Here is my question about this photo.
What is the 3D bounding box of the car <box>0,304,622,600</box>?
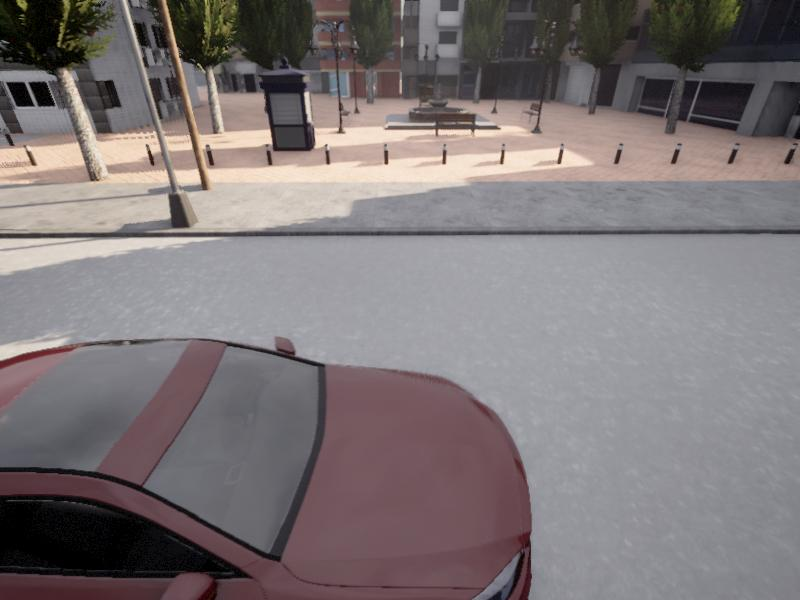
[{"bbox_3d":[-1.498,1.123,2.650,4.674,1.442,1.812,0,30,-1],"label":"car"}]
